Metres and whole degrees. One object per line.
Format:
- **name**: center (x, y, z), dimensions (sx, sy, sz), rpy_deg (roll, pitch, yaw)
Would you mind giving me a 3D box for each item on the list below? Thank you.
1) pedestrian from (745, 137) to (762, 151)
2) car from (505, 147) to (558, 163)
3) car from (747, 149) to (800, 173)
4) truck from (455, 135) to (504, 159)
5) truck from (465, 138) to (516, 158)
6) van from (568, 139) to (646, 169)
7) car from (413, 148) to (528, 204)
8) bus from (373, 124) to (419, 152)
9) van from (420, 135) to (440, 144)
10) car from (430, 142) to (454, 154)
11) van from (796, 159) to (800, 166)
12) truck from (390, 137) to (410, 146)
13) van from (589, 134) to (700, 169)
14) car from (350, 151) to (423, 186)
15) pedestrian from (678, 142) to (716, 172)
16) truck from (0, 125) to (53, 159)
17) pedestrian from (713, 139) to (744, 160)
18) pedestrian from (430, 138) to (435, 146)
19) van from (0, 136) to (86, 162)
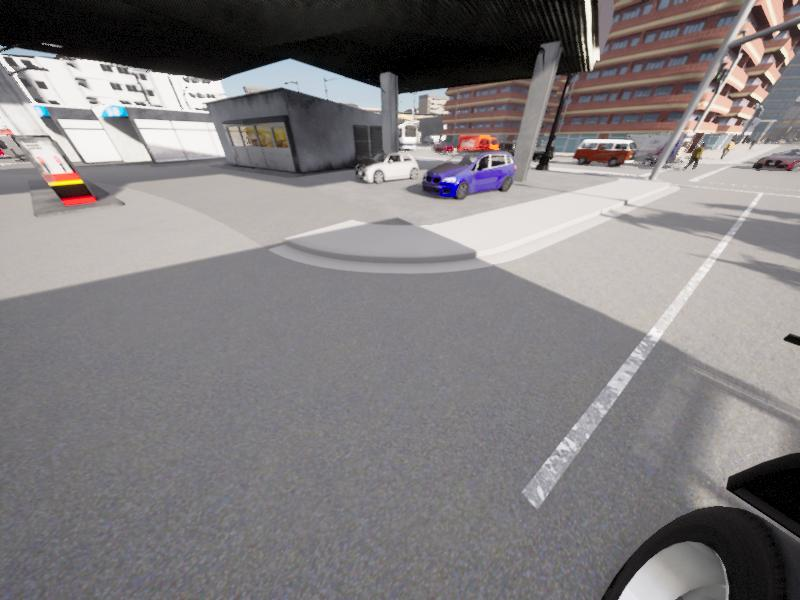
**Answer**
- **pedestrian**: center (60.489, -26.704, 39.550), dimensions (0.751, 1.860, 0.751), rpy_deg (-24, 41, -29)
- **car**: center (14.572, -16.322, 25.889), dimensions (1.895, 1.301, 4.718), rpy_deg (-23, 41, -29)
- **car**: center (30.488, -10.884, 18.000), dimensions (4.181, 1.385, 1.994), rpy_deg (-8, 36, -11)
- **truck**: center (10.285, -20.194, 30.398), dimensions (2.627, 2.467, 5.204), rpy_deg (-23, 41, -28)
- **truck**: center (12.544, -21.665, 32.793), dimensions (2.390, 2.098, 6.274), rpy_deg (-23, 41, -28)
- **van**: center (18.597, -13.395, 21.059), dimensions (2.069, 2.038, 4.480), rpy_deg (-23, 41, -29)
- **car**: center (3.142, -5.728, 10.383), dimensions (4.611, 1.667, 2.242), rpy_deg (-22, 40, -28)
- **bus**: center (-1.089, -33.240, 47.454), dimensions (3.944, 4.253, 10.273), rpy_deg (-23, 41, -29)
- **van**: center (10.272, -54.919, 79.145), dimensions (6.366, 2.431, 2.351), rpy_deg (-23, 41, -27)
- **car**: center (7.132, -25.742, 39.115), dimensions (1.845, 1.501, 3.633), rpy_deg (-23, 41, -29)
- **van**: center (38.062, -13.134, 20.565), dimensions (4.480, 2.038, 2.069), rpy_deg (-22, 41, -28)
- **truck**: center (0.093, -50.516, 73.595), dimensions (6.274, 2.098, 2.390), rpy_deg (-23, 41, -27)
- **van**: center (22.303, -14.039, 21.614), dimensions (2.351, 2.431, 6.366), rpy_deg (-22, 41, -27)
- **car**: center (-0.776, -8.043, 13.975), dimensions (3.806, 1.475, 1.970), rpy_deg (-22, 40, -28)
- **pedestrian**: center (22.163, -10.675, 17.287), dimensions (0.751, 1.860, 0.751), rpy_deg (-2, 35, -2)
- **truck**: center (-55.788, -21.388, 31.336), dimensions (2.891, 3.827, 8.468), rpy_deg (10, 36, 15)
- **pedestrian**: center (34.082, -15.643, 24.004), dimensions (0.751, 1.860, 0.751), rpy_deg (5, 35, 8)
- **pedestrian**: center (8.836, -42.832, 62.540), dimensions (0.751, 1.860, 0.751), rpy_deg (-22, 40, -27)
- **van**: center (-45.585, -19.298, 29.420), dimensions (1.988, 2.561, 5.915), rpy_deg (8, 36, 12)
